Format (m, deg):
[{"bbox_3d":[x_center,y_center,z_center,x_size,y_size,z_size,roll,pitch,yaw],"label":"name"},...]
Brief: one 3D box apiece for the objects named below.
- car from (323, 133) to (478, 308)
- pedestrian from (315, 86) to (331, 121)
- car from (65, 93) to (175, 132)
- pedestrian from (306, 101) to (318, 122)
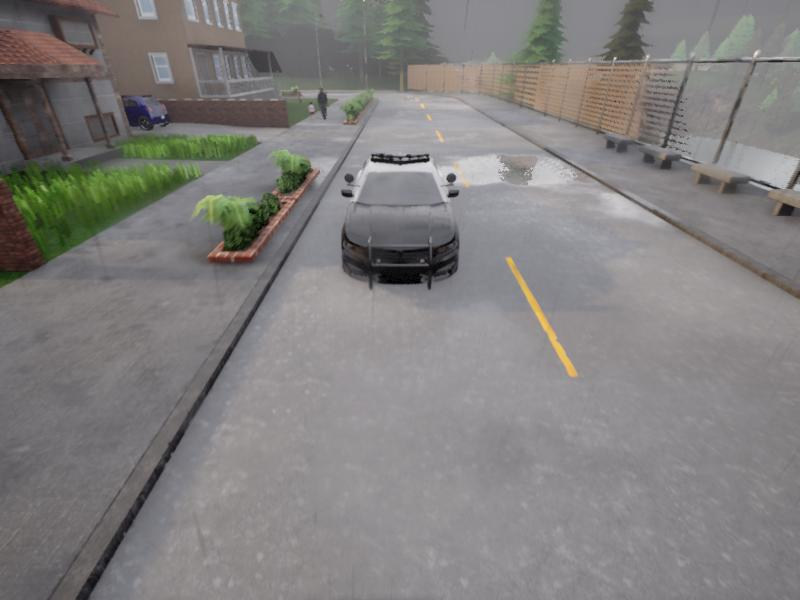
[{"bbox_3d":[0.006,-1.920,7.653,1.930,1.638,5.238,0,30,0],"label":"car"},{"bbox_3d":[-4.679,-11.921,24.267,0.751,1.860,0.751,-6,31,-9],"label":"pedestrian"},{"bbox_3d":[-13.269,-9.020,19.197,3.633,1.501,1.845,0,30,0],"label":"car"},{"bbox_3d":[-5.287,-11.326,24.003,0.500,1.100,0.500,0,30,0],"label":"pedestrian"}]
